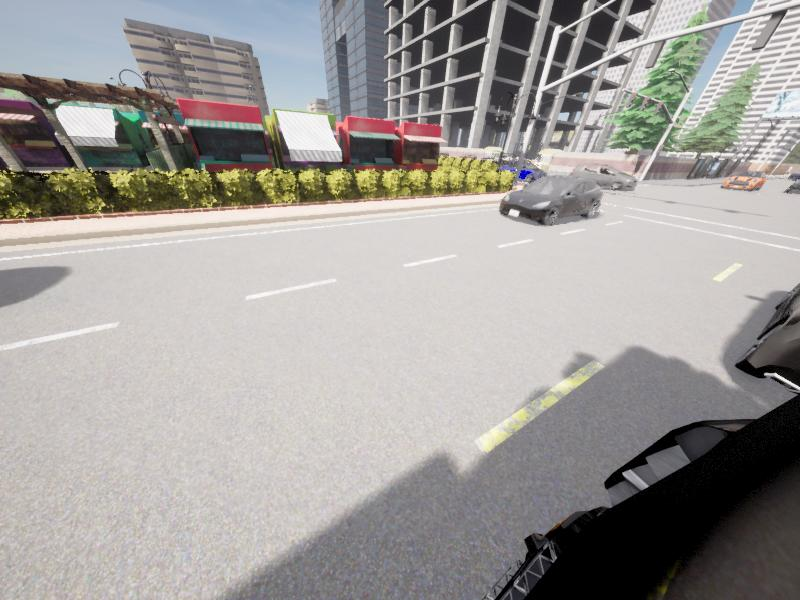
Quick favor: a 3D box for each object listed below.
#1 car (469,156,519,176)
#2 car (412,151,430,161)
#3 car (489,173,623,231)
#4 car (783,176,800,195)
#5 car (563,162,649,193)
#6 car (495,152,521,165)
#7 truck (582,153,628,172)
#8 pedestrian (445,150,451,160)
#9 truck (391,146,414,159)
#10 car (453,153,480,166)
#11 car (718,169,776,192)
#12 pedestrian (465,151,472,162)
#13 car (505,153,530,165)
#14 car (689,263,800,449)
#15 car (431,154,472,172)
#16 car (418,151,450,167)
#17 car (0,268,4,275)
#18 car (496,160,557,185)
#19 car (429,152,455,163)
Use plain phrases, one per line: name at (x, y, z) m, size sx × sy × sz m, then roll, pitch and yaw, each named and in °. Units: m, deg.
car at (10.710, -15.608, 26.797) m, size 2.038 × 1.542 × 4.974 m, roll -16°, pitch 38°, yaw -26°
car at (4.334, -29.871, 47.771) m, size 1.789 × 1.549 × 3.705 m, roll -16°, pitch 38°, yaw -26°
car at (6.246, -4.115, 9.292) m, size 4.792 × 1.488 × 2.163 m, roll -16°, pitch 38°, yaw -27°
car at (39.911, -11.161, 22.500) m, size 4.892 × 1.490 × 1.837 m, roll -15°, pitch 38°, yaw -25°
car at (16.621, -10.144, 18.950) m, size 2.242 × 1.667 × 4.611 m, roll -21°, pitch 41°, yaw -31°
car at (21.125, -27.831, 45.452) m, size 1.905 × 1.878 × 3.866 m, roll -15°, pitch 38°, yaw -25°
truck at (37.047, -25.037, 42.006) m, size 2.615 × 2.467 × 5.204 m, roll -15°, pitch 38°, yaw -25°
pedestrian at (10.105, -30.692, 48.860) m, size 0.751 × 1.860 × 0.751 m, roll -15°, pitch 38°, yaw -25°
truck at (0.515, -33.959, 53.140) m, size 2.390 × 2.098 × 6.274 m, roll -16°, pitch 38°, yaw -26°
car at (10.934, -23.241, 38.247) m, size 1.851 × 1.617 × 3.988 m, roll -16°, pitch 38°, yaw -26°
car at (35.165, -12.204, 23.431) m, size 4.553 × 1.767 × 2.097 m, roll -15°, pitch 38°, yaw -25°
pedestrian at (13.176, -27.570, 44.395) m, size 0.751 × 1.860 × 0.751 m, roll -16°, pitch 38°, yaw -26°
car at (23.688, -28.535, 46.712) m, size 1.905 × 1.878 × 3.866 m, roll -15°, pitch 38°, yaw -25°
car at (6.039, 0.331, 2.551) m, size 4.902 × 1.511 × 2.128 m, roll -15°, pitch 38°, yaw -25°
car at (6.012, -16.431, 27.673) m, size 1.882 × 1.535 × 5.008 m, roll -16°, pitch 38°, yaw -26°
car at (5.053, -21.356, 34.923) m, size 1.930 × 1.638 × 5.238 m, roll -16°, pitch 38°, yaw -26°
car at (-8.737, -0.101, 1.951) m, size 4.856 × 1.649 × 2.033 m, roll -15°, pitch 38°, yaw -25°
car at (11.000, -11.342, 20.451) m, size 1.816 × 1.474 × 4.193 m, roll -15°, pitch 38°, yaw -25°
car at (7.669, -26.495, 42.959) m, size 1.882 × 1.535 × 5.008 m, roll -16°, pitch 38°, yaw -26°
